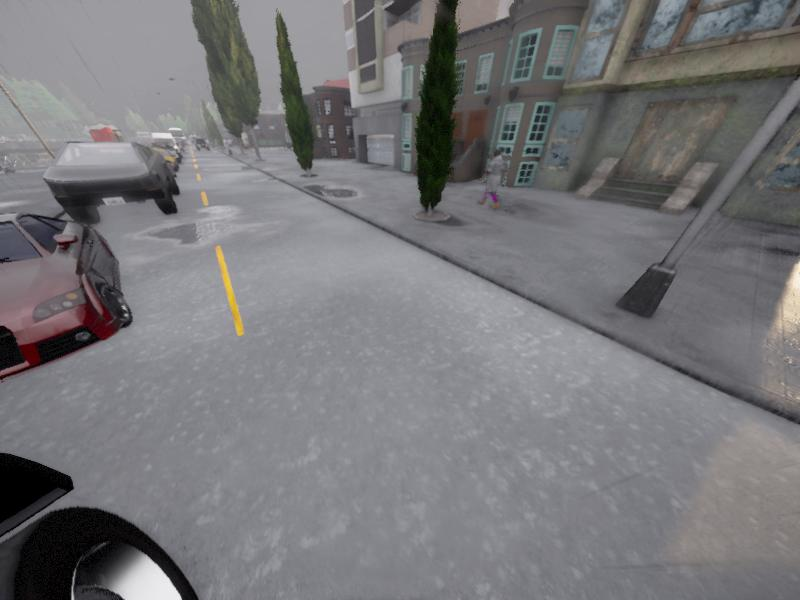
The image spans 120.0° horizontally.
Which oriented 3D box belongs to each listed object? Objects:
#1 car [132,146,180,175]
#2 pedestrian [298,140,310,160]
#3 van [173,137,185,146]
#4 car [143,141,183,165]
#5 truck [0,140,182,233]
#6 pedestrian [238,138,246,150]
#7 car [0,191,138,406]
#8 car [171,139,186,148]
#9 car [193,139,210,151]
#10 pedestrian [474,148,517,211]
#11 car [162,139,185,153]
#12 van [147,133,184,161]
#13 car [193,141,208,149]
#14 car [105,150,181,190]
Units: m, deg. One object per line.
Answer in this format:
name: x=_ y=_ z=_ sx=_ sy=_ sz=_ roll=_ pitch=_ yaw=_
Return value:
car: x=-18.752 y=-10.999 z=18.016 sx=1.801 sy=1.575 sz=5.366 roll=-23 pitch=41 yaw=-30
pedestrian: x=-10.895 y=-17.036 z=26.238 sx=0.751 sy=1.860 sz=0.751 roll=-26 pitch=43 yaw=-32
van: x=-61.658 y=-44.272 z=64.581 sx=1.775 sy=1.987 sz=4.442 roll=-23 pitch=41 yaw=-30
car: x=-23.482 y=-14.771 z=23.077 sx=1.932 sy=1.855 sz=4.605 roll=-23 pitch=41 yaw=-30
truck: x=-10.196 y=-4.608 z=8.557 sx=2.390 sy=2.098 sz=6.274 roll=-23 pitch=41 yaw=-30
pedestrian: x=-31.971 y=-31.571 z=46.712 sx=0.751 sy=1.860 sz=0.751 roll=-20 pitch=40 yaw=-26
car: x=-5.560 y=-0.337 z=3.171 sx=4.181 sy=1.385 sz=1.994 roll=29 pitch=44 yaw=35
car: x=-53.466 y=-37.810 z=55.766 sx=2.033 sy=1.649 sz=4.856 roll=-23 pitch=41 yaw=-30
car: x=-38.983 y=-30.563 z=45.400 sx=1.905 sy=1.878 sz=3.866 roll=-23 pitch=41 yaw=-30
pedestrian: x=3.347 y=-4.275 z=8.221 sx=0.751 sy=1.860 sz=0.751 roll=-24 pitch=42 yaw=-30
car: x=-38.309 y=-26.173 z=39.234 sx=2.097 sy=1.767 sz=4.553 roll=-23 pitch=41 yaw=-30
van: x=-28.004 y=-18.527 z=27.803 sx=1.988 sy=2.561 sz=5.915 roll=-23 pitch=41 yaw=-30
car: x=-44.200 y=-34.390 z=51.211 sx=1.970 sy=1.475 sz=3.806 roll=-23 pitch=41 yaw=-30
car: x=-14.559 y=-7.734 z=13.472 sx=2.128 sy=1.511 sz=4.902 roll=-23 pitch=41 yaw=-30
